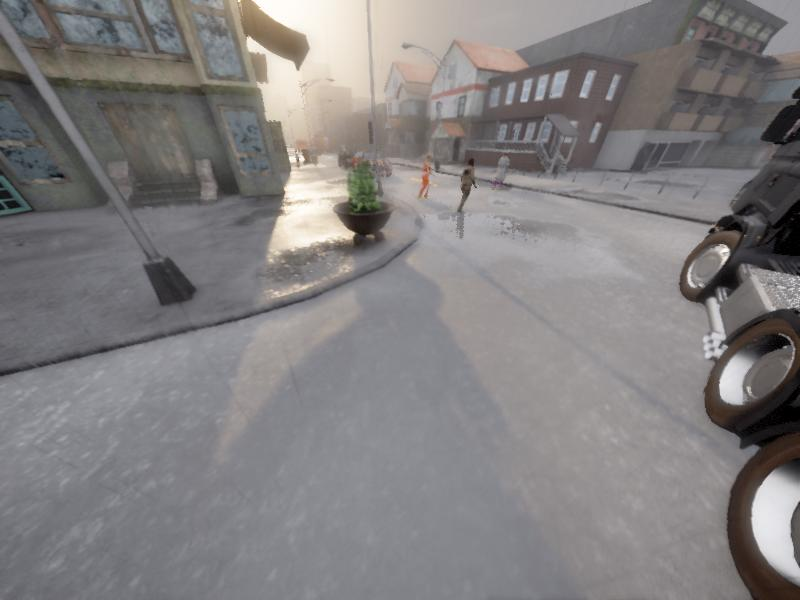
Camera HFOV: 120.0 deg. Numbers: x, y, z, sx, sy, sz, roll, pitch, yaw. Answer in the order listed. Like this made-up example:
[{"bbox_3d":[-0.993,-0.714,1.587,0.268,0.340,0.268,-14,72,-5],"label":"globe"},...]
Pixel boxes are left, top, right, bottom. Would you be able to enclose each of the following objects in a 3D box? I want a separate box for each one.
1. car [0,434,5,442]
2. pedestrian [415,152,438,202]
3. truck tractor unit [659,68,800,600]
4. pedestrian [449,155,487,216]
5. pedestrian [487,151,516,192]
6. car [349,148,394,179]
[{"bbox_3d":[-5.048,1.462,0.245,3.866,1.878,1.905,-15,37,-21],"label":"car"},{"bbox_3d":[1.157,-5.462,10.303,0.751,1.860,0.751,-4,35,-6],"label":"pedestrian"},{"bbox_3d":[4.750,-0.554,1.167,3.053,4.208,6.516,28,43,34],"label":"truck tractor unit"},{"bbox_3d":[2.421,-4.174,8.439,0.751,1.860,0.751,-15,37,-21],"label":"pedestrian"},{"bbox_3d":[5.474,-6.975,12.514,0.751,1.860,0.751,-25,42,-32],"label":"pedestrian"},{"bbox_3d":[-2.325,-10.911,18.296,2.097,1.767,4.553,-14,37,-20],"label":"car"}]
